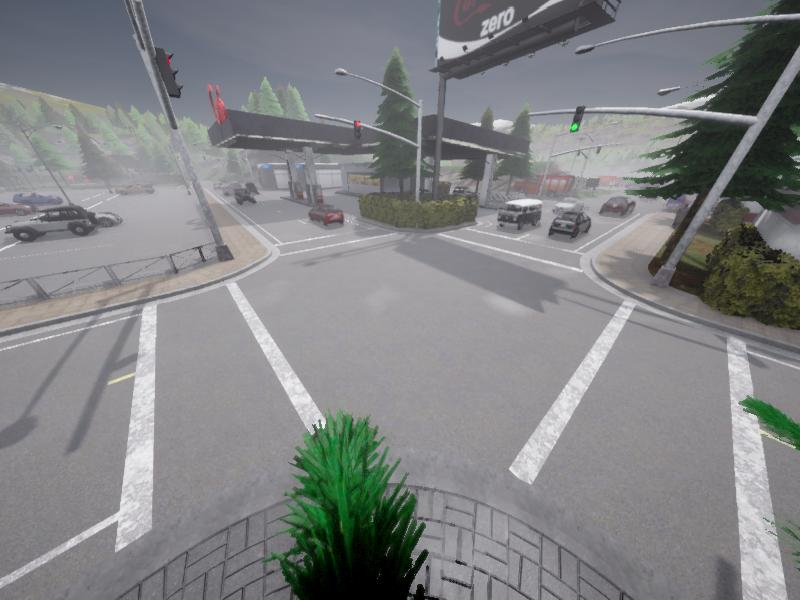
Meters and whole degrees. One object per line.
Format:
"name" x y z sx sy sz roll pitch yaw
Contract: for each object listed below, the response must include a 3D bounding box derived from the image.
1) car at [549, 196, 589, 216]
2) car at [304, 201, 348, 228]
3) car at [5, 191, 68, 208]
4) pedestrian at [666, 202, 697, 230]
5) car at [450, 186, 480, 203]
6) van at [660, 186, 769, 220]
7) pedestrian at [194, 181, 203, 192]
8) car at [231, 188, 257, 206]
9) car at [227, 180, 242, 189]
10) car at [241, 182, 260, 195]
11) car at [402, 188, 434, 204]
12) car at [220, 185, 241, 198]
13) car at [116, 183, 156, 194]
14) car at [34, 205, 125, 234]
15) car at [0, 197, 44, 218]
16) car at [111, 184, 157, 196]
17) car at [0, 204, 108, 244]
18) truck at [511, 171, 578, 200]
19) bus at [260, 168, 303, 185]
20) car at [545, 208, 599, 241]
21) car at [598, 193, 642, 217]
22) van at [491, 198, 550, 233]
"car" 18.165 -10.157 24.762 4.674 1.442 1.812 -23 37 -34
"car" -6.811 -7.886 21.131 2.007 1.525 4.514 -22 37 -33
"car" -45.788 -12.777 29.270 3.633 1.501 1.845 -23 37 -34
"pedestrian" 20.984 -6.271 17.262 0.751 1.860 0.751 24 38 36
"car" 9.747 -16.005 34.849 1.905 1.878 3.866 -23 37 -34
"van" 33.233 -10.612 24.874 2.351 2.431 6.366 -22 38 -33
"pedestrian" -39.213 -21.989 44.870 0.751 1.860 0.751 -20 35 -31
"car" -21.386 -14.135 31.589 1.905 1.878 3.866 -22 37 -33
"car" -40.646 -28.398 56.702 2.163 1.488 4.792 -22 37 -33
"car" -28.356 -21.118 43.683 1.905 1.878 3.866 -22 37 -33
"car" 2.620 -15.713 34.677 2.242 1.667 4.611 -23 37 -34
"car" -29.727 -19.081 40.423 2.033 1.649 4.856 -22 36 -33
"car" -49.532 -20.953 43.472 4.514 1.523 2.007 -23 37 -34
"car" -25.501 -6.610 18.671 3.806 1.475 1.970 -23 37 -34
"car" -39.420 -8.945 22.590 4.514 1.523 2.007 -23 37 -34
"car" -47.482 -19.774 41.410 5.027 1.636 2.152 -23 37 -34
"car" -23.841 -5.383 15.979 3.866 1.878 1.905 -23 37 -34
"truck" 24.025 -19.595 39.119 2.891 3.827 8.468 -22 37 -33
"bus" -35.419 -37.420 69.549 10.273 4.253 3.944 -23 37 -34
"car" 12.407 -5.540 16.662 3.705 1.549 1.789 -23 37 -33
"car" 23.113 -10.088 24.293 4.553 1.767 2.097 -23 37 -34
"van" 9.720 -6.893 18.575 4.480 2.038 2.069 -21 36 -35
